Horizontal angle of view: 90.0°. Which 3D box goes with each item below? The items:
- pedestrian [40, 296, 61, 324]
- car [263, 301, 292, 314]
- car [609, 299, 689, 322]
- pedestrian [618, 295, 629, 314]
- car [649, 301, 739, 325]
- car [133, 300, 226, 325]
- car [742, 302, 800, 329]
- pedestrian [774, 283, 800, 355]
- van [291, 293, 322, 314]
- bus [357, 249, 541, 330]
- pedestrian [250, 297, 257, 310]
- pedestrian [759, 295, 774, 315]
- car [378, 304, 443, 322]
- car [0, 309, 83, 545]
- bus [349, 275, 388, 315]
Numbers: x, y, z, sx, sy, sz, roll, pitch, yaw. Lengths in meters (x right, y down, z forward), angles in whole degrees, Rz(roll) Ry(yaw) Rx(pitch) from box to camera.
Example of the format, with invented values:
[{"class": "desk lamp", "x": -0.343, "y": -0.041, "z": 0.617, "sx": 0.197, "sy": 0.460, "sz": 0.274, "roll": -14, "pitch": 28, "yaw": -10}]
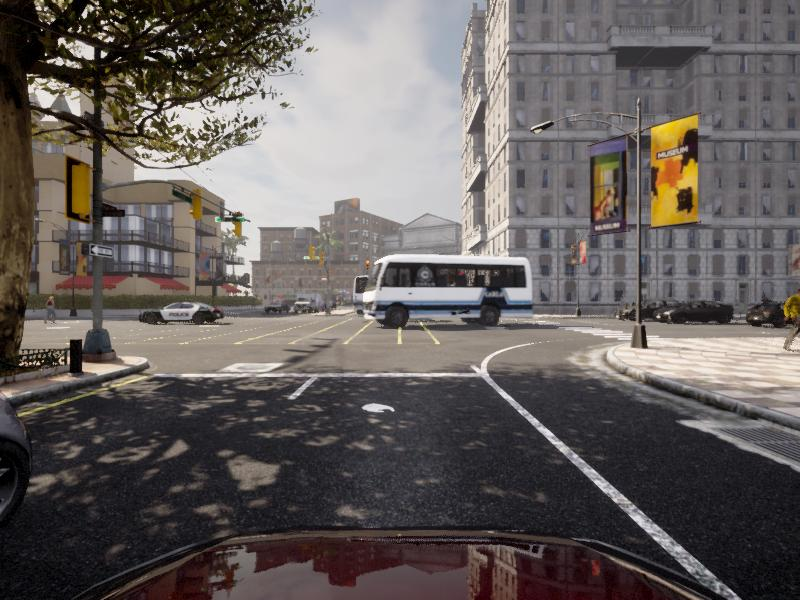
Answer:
[{"class": "pedestrian", "x": -23.424, "y": 0.633, "z": 26.842, "sx": 0.751, "sy": 1.860, "sz": 0.751, "roll": 0, "pitch": 0, "yaw": -3}, {"class": "car", "x": -15.001, "y": 0.888, "z": 49.342, "sx": 2.033, "sy": 1.411, "sz": 5.357, "roll": 0, "pitch": 0, "yaw": 0}, {"class": "car", "x": 18.569, "y": 0.752, "z": 29.995, "sx": 4.611, "sy": 1.667, "sz": 2.242, "roll": 0, "pitch": 0, "yaw": 0}, {"class": "pedestrian", "x": 22.123, "y": 0.479, "z": 39.603, "sx": 0.751, "sy": 1.860, "sz": 0.751, "roll": 0, "pitch": 0, "yaw": 0}, {"class": "car", "x": 19.370, "y": 0.825, "z": 26.498, "sx": 4.514, "sy": 1.525, "sz": 2.007, "roll": 0, "pitch": 0, "yaw": 0}, {"class": "car", "x": -14.378, "y": 0.818, "z": 26.310, "sx": 4.974, "sy": 1.542, "sz": 2.038, "roll": 0, "pitch": 0, "yaw": -1}, {"class": "car", "x": 22.546, "y": 0.851, "z": 23.029, "sx": 4.193, "sy": 1.474, "sz": 1.816, "roll": 0, "pitch": 0, "yaw": 0}, {"class": "pedestrian", "x": 10.714, "y": 0.483, "z": 10.694, "sx": 0.751, "sy": 1.860, "sz": 0.751, "roll": 0, "pitch": 0, "yaw": -3}, {"class": "van", "x": -11.502, "y": 0.371, "z": 49.802, "sx": 2.351, "sy": 2.431, "sz": 6.366, "roll": 0, "pitch": 0, "yaw": 0}, {"class": "bus", "x": 2.820, "y": -0.539, "z": 24.241, "sx": 10.273, "sy": 4.253, "sz": 3.944, "roll": 0, "pitch": -1, "yaw": -15}, {"class": "pedestrian", "x": -21.790, "y": 0.476, "z": 59.396, "sx": 0.751, "sy": 1.860, "sz": 0.751, "roll": 0, "pitch": 0, "yaw": 9}, {"class": "pedestrian", "x": 34.718, "y": 0.480, "z": 37.918, "sx": 0.751, "sy": 1.860, "sz": 0.751, "roll": 0, "pitch": 0, "yaw": -5}, {"class": "car", "x": 0.730, "y": 0.939, "z": 29.896, "sx": 4.718, "sy": 1.301, "sz": 1.895, "roll": 0, "pitch": 0, "yaw": 0}, {"class": "car", "x": -3.492, "y": 0.826, "z": 1.425, "sx": 1.845, "sy": 1.501, "sz": 3.633, "roll": 0, "pitch": 0, "yaw": 0}, {"class": "bus", "x": -3.622, "y": -0.541, "z": 48.601, "sx": 3.944, "sy": 4.253, "sz": 10.273, "roll": 0, "pitch": 0, "yaw": 0}]
